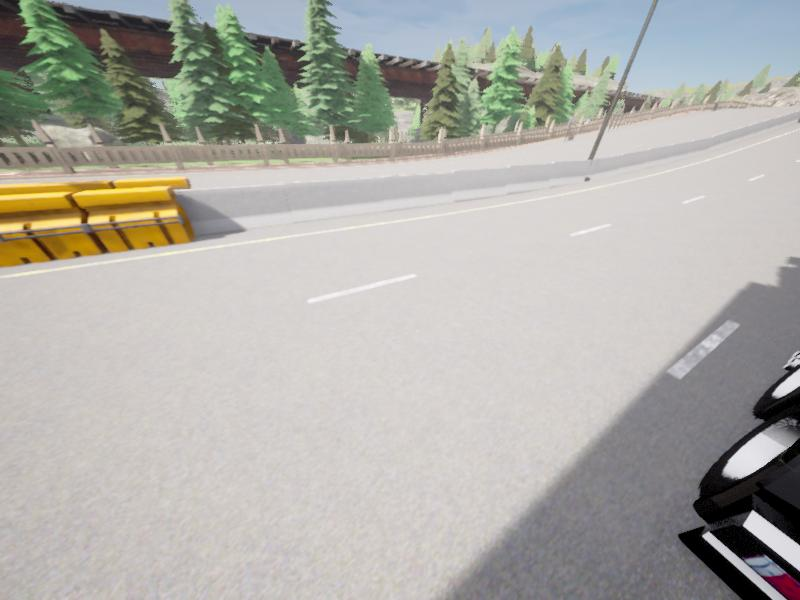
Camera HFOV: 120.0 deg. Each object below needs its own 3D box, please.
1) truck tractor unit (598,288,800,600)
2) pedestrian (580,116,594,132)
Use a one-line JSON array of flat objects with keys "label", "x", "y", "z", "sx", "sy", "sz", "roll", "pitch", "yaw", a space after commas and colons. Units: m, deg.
[{"label": "truck tractor unit", "x": 5.155, "y": -0.254, "z": 0.714, "sx": 6.516, "sy": 4.208, "sz": 3.053, "roll": -17, "pitch": 39, "yaw": -22}, {"label": "pedestrian", "x": 29.031, "y": -27.310, "z": 35.836, "sx": 0.751, "sy": 1.860, "sz": 0.751, "roll": -16, "pitch": 38, "yaw": -22}]
